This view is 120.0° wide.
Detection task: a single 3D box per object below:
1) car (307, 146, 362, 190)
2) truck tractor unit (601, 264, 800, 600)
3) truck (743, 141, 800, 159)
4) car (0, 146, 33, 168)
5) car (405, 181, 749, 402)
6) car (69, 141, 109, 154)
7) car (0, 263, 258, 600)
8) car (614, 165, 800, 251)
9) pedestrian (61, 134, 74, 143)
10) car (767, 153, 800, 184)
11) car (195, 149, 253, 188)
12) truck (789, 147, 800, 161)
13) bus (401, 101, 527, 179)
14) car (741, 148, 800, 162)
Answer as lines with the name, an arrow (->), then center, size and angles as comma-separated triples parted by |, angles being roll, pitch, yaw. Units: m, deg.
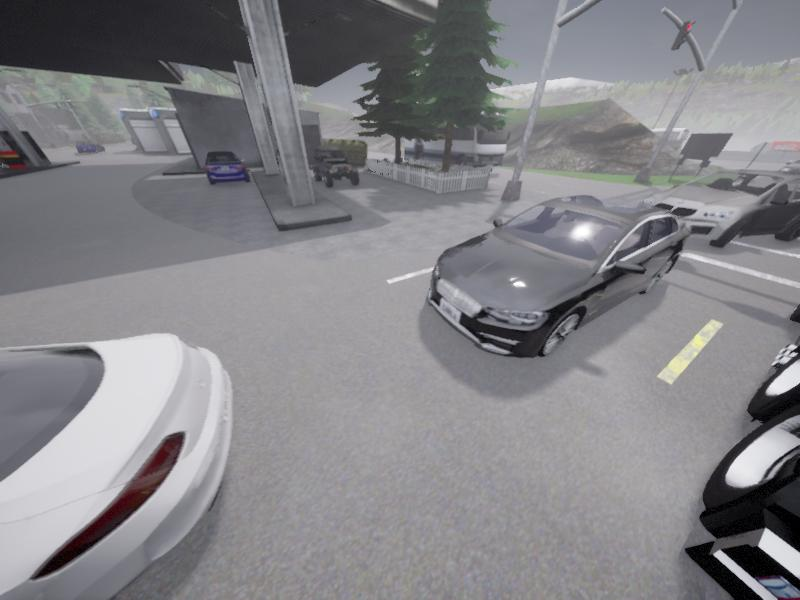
car -> -4.023, -8.133, 14.026 | 1.905, 1.878, 3.866 | -18, 40, -25
truck tractor unit -> 5.116, -0.295, 0.775 | 6.516, 4.208, 3.053 | -18, 40, -24
truck -> 65.361, -26.300, 40.376 | 2.627, 2.467, 5.204 | -18, 39, -24
car -> -34.272, -12.004, 19.378 | 1.994, 1.385, 4.181 | -18, 39, -24
car -> 2.747, -0.775, 3.749 | 4.902, 1.511, 2.128 | -18, 39, -24
car -> -43.662, -21.552, 32.583 | 1.816, 1.474, 4.193 | -18, 39, -24
car -> -3.449, 1.350, 0.855 | 4.674, 1.442, 1.812 | -18, 38, -25
car -> 9.474, -2.774, 6.636 | 4.611, 1.667, 2.242 | -7, 36, -13
pedestrian -> -83.880, -40.724, 58.264 | 0.751, 1.860, 0.751 | 8, 36, 11
car -> 28.231, -9.111, 15.942 | 4.974, 1.542, 2.038 | -18, 40, -24
car -> -11.101, -8.571, 14.807 | 2.242, 1.667, 4.611 | -18, 40, -25
truck -> 62.969, -21.163, 31.920 | 2.891, 3.827, 8.468 | -18, 39, -24
bus -> 4.371, -13.550, 19.757 | 3.944, 4.253, 10.273 | -18, 39, -24
car -> 56.913, -22.281, 35.406 | 1.837, 1.490, 4.892 | -18, 40, -24
